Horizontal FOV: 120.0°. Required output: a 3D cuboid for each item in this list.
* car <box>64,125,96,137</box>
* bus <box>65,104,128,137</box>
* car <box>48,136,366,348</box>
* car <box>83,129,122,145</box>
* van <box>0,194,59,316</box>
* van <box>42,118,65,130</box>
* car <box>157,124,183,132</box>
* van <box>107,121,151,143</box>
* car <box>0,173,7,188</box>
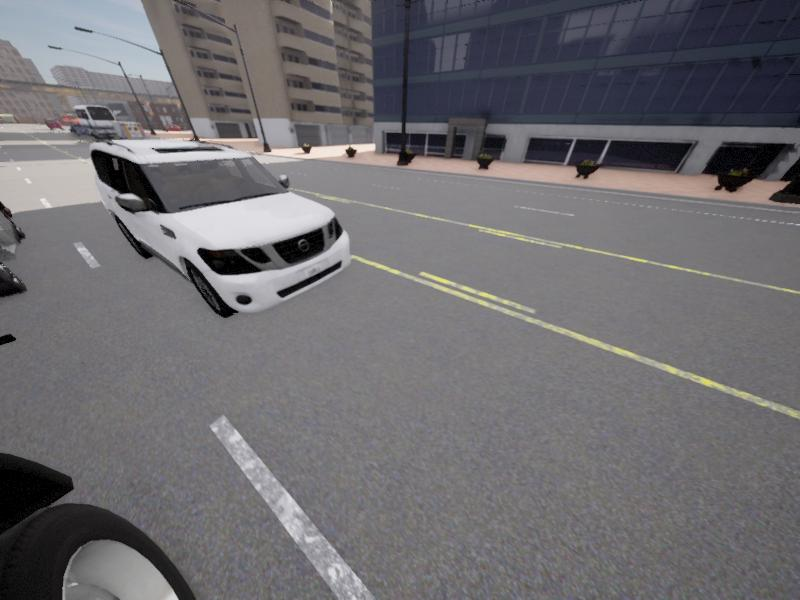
[{"bbox_3d":[-53.530,-28.257,38.667,5.357,1.411,2.033,24,42,26],"label":"car"},{"bbox_3d":[-55.042,-32.579,41.953,10.273,4.253,3.944,24,42,26],"label":"bus"},{"bbox_3d":[-3.538,-1.692,4.344,5.566,2.045,2.150,23,41,26],"label":"car"},{"bbox_3d":[-41.759,-22.926,32.389,4.902,1.511,2.128,25,42,26],"label":"car"},{"bbox_3d":[-8.791,-1.552,3.693,6.366,2.431,2.351,23,41,27],"label":"van"},{"bbox_3d":[-76.083,-38.540,50.661,4.442,1.987,1.775,24,42,27],"label":"van"},{"bbox_3d":[-66.263,-49.529,66.577,2.242,1.667,4.611,24,42,28],"label":"car"},{"bbox_3d":[-41.521,-25.755,35.415,6.366,2.431,2.351,25,42,26],"label":"van"},{"bbox_3d":[-20.345,-6.020,10.396,4.902,1.511,2.128,23,41,27],"label":"car"}]
